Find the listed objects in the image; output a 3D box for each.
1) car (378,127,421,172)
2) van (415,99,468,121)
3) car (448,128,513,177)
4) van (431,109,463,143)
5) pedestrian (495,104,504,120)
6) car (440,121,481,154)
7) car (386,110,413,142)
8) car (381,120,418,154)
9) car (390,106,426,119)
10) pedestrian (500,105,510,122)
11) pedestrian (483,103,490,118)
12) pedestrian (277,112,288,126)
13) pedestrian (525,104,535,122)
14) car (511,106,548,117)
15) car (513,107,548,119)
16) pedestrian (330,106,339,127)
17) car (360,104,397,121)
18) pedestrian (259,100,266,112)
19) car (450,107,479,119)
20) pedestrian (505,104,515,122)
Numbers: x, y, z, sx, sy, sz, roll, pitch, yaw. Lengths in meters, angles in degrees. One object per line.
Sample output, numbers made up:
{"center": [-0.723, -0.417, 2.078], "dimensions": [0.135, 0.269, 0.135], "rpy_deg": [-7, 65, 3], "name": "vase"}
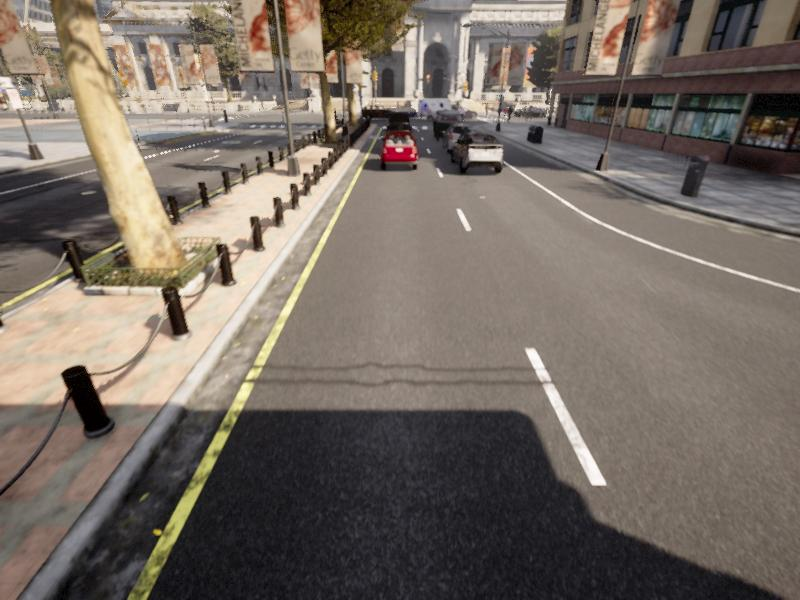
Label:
{"center": [-0.035, -7.113, 18.698], "dimensions": [1.789, 1.549, 3.705], "rpy_deg": [0, 27, 0], "name": "car"}
{"center": [5.210, -24.106, 50.770], "dimensions": [6.366, 2.431, 2.351], "rpy_deg": [0, 27, 0], "name": "van"}
{"center": [3.464, -6.821, 18.201], "dimensions": [2.007, 1.525, 4.514], "rpy_deg": [0, 27, 0], "name": "car"}
{"center": [3.401, -12.957, 29.602], "dimensions": [1.775, 1.987, 4.442], "rpy_deg": [0, 27, 0], "name": "van"}
{"center": [13.075, -24.730, 52.631], "dimensions": [0.751, 1.860, 0.751], "rpy_deg": [-1, 27, -2], "name": "pedestrian"}
{"center": [3.477, -9.700, 23.781], "dimensions": [1.845, 1.501, 3.633], "rpy_deg": [0, 27, 0], "name": "car"}
{"center": [-0.052, -12.981, 29.715], "dimensions": [1.905, 1.878, 3.866], "rpy_deg": [0, 27, 0], "name": "car"}
{"center": [-0.045, -9.902, 24.140], "dimensions": [2.007, 1.525, 4.514], "rpy_deg": [0, 27, 0], "name": "car"}
{"center": [1.044, -25.314, 54.100], "dimensions": [4.792, 1.488, 2.163], "rpy_deg": [0, 27, 0], "name": "car"}
{"center": [12.965, -23.070, 49.408], "dimensions": [0.751, 1.860, 0.751], "rpy_deg": [-7, 28, -13], "name": "pedestrian"}
{"center": [12.545, -27.459, 57.919], "dimensions": [0.751, 1.860, 0.751], "rpy_deg": [6, 28, 11], "name": "pedestrian"}
{"center": [-11.898, -18.331, 40.556], "dimensions": [0.751, 1.300, 0.751], "rpy_deg": [3, 27, 5], "name": "pedestrian"}
{"center": [14.841, -21.398, 45.853], "dimensions": [0.751, 1.860, 0.751], "rpy_deg": [5, 28, 9], "name": "pedestrian"}
{"center": [19.423, -28.417, 60.322], "dimensions": [4.792, 1.488, 2.163], "rpy_deg": [0, 27, 0], "name": "car"}
{"center": [18.587, -26.774, 57.234], "dimensions": [4.181, 1.385, 1.994], "rpy_deg": [0, 27, 0], "name": "car"}
{"center": [-6.475, -18.171, 39.693], "dimensions": [0.751, 1.860, 0.751], "rpy_deg": [-1, 27, -3], "name": "pedestrian"}
{"center": [-2.671, -23.908, 50.898], "dimensions": [4.605, 1.855, 1.932], "rpy_deg": [0, 27, 0], "name": "car"}
{"center": [-22.864, -32.224, 66.446], "dimensions": [0.751, 1.860, 0.751], "rpy_deg": [0, 27, -1], "name": "pedestrian"}
{"center": [8.667, -25.293, 54.087], "dimensions": [3.633, 1.501, 1.845], "rpy_deg": [0, 27, 0], "name": "car"}
{"center": [12.580, -21.376, 45.785], "dimensions": [0.751, 1.860, 0.751], "rpy_deg": [2, 27, 3], "name": "pedestrian"}
